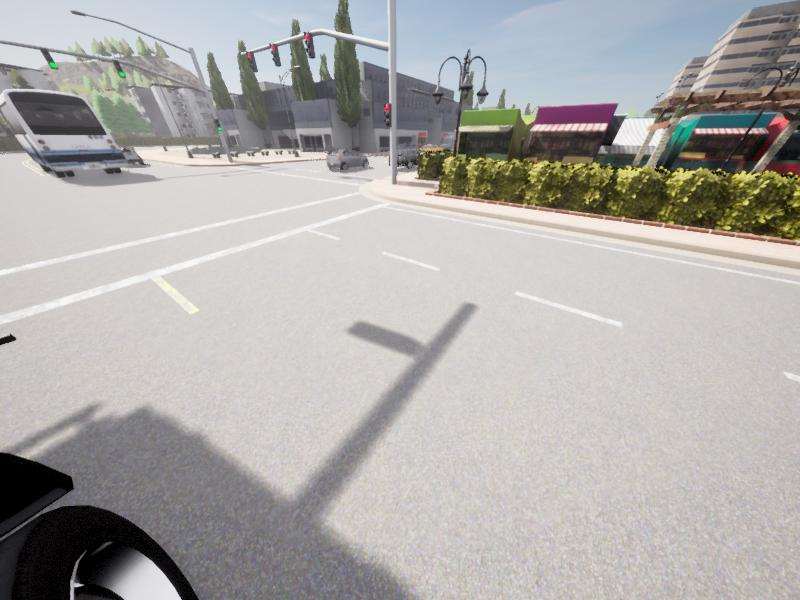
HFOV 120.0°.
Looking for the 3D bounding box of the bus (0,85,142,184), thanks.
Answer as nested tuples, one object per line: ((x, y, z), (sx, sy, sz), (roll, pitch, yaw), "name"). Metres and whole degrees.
((-23.178, -10.997, 15.659), (10.273, 4.253, 3.944), (21, 40, 27), "bus")

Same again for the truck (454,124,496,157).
((11.779, -24.858, 35.971), (2.891, 3.827, 8.468), (21, 40, 27), "truck")

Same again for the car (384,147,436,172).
((0.995, -12.489, 20.342), (2.128, 1.511, 4.902), (23, 41, 29), "car")

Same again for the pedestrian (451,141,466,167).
((5.085, -12.697, 20.056), (0.751, 1.860, 0.751), (22, 41, 28), "pedestrian")

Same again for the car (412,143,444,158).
((4.024, -21.331, 32.854), (1.801, 1.575, 5.366), (26, 42, 31), "car")

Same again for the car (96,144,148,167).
((-25.645, -13.363, 21.300), (3.988, 1.617, 1.851), (21, 40, 27), "car")

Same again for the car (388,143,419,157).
((0.541, -22.004, 33.832), (2.007, 1.525, 4.514), (26, 42, 31), "car")

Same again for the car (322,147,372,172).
((-4.300, -11.780, 19.279), (1.845, 1.501, 3.633), (23, 41, 29), "car")

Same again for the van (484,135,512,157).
((14.935, -23.367, 34.993), (1.988, 2.561, 5.915), (21, 40, 27), "van")

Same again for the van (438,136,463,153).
((9.615, -29.767, 44.043), (1.988, 2.561, 5.915), (23, 41, 29), "van")

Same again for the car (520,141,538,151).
((28.132, -33.566, 50.412), (2.152, 1.651, 5.027), (23, 41, 29), "car")
